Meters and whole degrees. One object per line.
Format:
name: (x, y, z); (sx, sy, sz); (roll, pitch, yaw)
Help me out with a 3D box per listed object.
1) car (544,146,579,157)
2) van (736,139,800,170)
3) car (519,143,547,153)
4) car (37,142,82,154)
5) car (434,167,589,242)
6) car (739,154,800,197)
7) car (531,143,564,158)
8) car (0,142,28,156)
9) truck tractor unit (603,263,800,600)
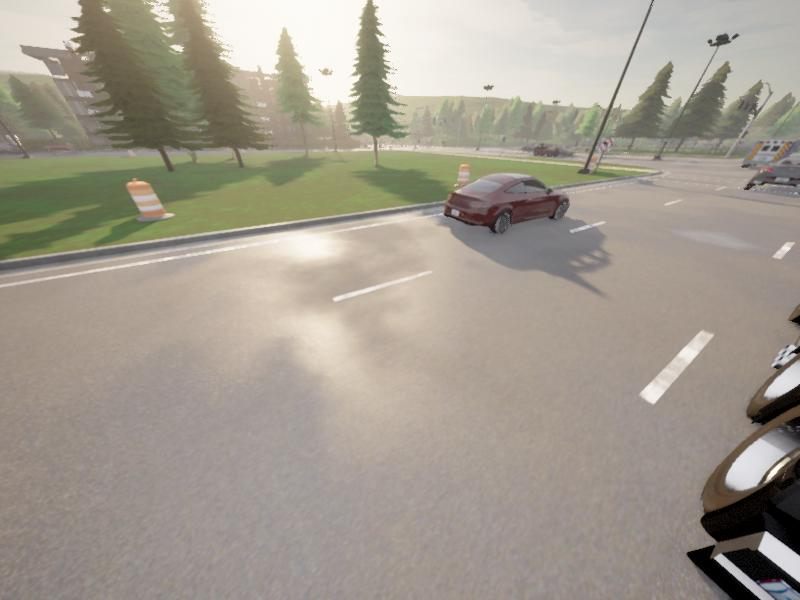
car: (27.273, -25.121, 39.118); (1.994, 1.385, 4.181); (-18, 39, -24)
van: (38.283, -15.030, 23.783); (6.366, 2.431, 2.351); (-18, 39, -24)
car: (30.641, -35.172, 53.347); (1.930, 1.638, 5.238); (-18, 39, -24)
car: (-58.222, -26.080, 39.615); (3.705, 1.549, 1.789); (-18, 39, -24)
car: (3.582, -3.292, 7.494); (4.674, 1.442, 1.812); (-18, 39, -24)
car: (21.846, -7.022, 12.848); (5.027, 1.651, 2.152); (-18, 39, -24)
car: (24.048, -24.542, 37.803); (1.905, 1.878, 3.866); (-18, 39, -24)
car: (-61.259, -22.773, 34.869); (4.611, 1.667, 2.242); (-18, 39, -24)
truck tractor unit: (5.106, -0.307, 0.786); (6.516, 4.208, 3.053); (-18, 39, -24)
